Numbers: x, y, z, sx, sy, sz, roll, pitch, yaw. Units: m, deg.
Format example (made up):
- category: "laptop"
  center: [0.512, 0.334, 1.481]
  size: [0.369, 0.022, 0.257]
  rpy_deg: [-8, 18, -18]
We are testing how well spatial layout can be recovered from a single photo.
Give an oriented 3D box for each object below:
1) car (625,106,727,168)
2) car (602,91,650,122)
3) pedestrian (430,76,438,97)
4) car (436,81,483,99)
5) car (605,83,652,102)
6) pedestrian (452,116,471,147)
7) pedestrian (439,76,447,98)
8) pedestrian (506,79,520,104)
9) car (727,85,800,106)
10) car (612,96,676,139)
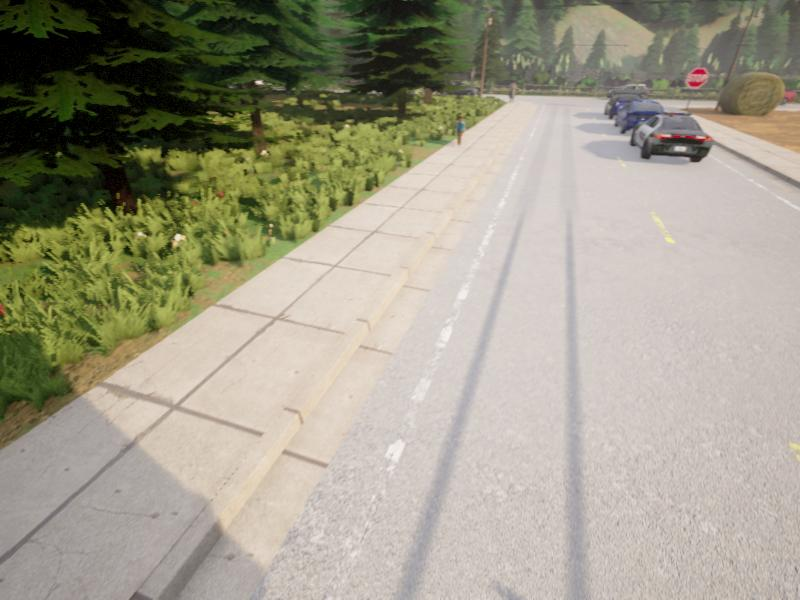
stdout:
- category: "car"
  center: [10.601, -6.616, 15.853]
  size: [2.038, 1.542, 4.974]
  rpy_deg: [10, 32, 16]
- category: "car"
  center: [15.121, -13.149, 27.030]
  size: [2.007, 1.525, 4.514]
  rpy_deg: [10, 32, 16]
- category: "pedestrian"
  center: [3.423, -21.438, 40.224]
  size: [0.751, 1.860, 0.751]
  rpy_deg: [3, 31, 4]
- category: "car"
  center: [6.381, -22.699, 43.087]
  size: [4.514, 1.525, 2.007]
  rpy_deg: [13, 33, 20]
- category: "car"
  center: [23.107, -21.095, 40.637]
  size: [3.806, 1.475, 1.970]
  rpy_deg: [12, 32, 19]
- category: "pedestrian"
  center: [2.466, -6.800, 16.133]
  size: [0.500, 1.100, 0.500]
  rpy_deg: [18, 35, 27]
- category: "pedestrian"
  center: [4.307, -21.428, 40.220]
  size: [0.751, 1.860, 0.751]
  rpy_deg: [2, 31, 3]
- category: "pedestrian"
  center: [9.800, -18.100, 34.702]
  size: [0.751, 1.860, 0.751]
  rpy_deg: [-1, 31, -3]
- category: "car"
  center: [33.567, -18.914, 37.012]
  size: [4.514, 1.525, 2.007]
  rpy_deg: [12, 32, 19]
- category: "car"
  center: [12.841, -9.852, 21.381]
  size: [1.882, 1.535, 5.008]
  rpy_deg: [10, 32, 16]
